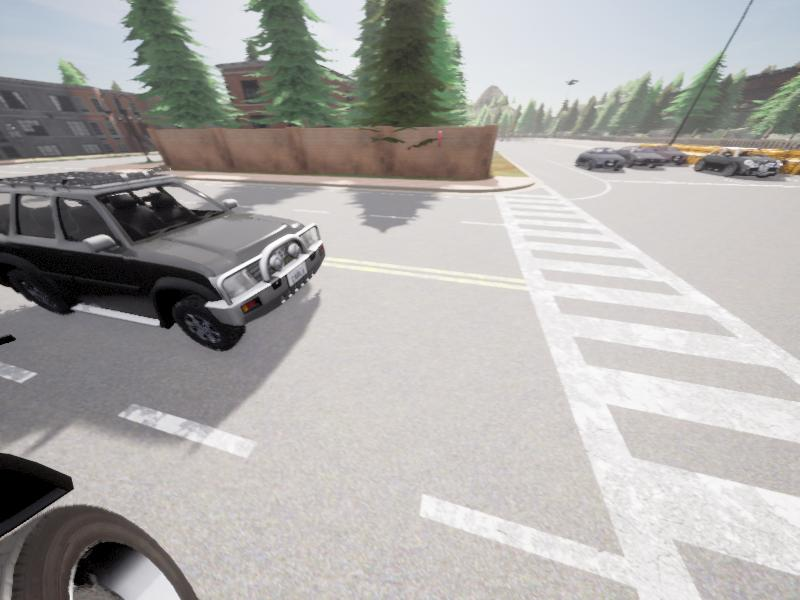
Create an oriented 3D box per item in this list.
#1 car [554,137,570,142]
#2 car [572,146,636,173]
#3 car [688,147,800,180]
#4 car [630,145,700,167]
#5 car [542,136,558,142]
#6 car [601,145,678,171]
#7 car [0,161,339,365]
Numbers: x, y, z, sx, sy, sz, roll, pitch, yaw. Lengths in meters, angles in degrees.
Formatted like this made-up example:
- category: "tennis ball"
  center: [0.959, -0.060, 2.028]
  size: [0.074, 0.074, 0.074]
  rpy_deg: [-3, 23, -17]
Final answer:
- category: "car"
  center: [51.370, -50.886, 73.288]
  size: [1.895, 1.301, 4.718]
  rpy_deg: [0, 36, 1]
- category: "car"
  center: [15.121, -10.688, 17.469]
  size: [1.994, 1.385, 4.181]
  rpy_deg: [9, 37, 12]
- category: "car"
  center: [21.482, -8.785, 14.699]
  size: [1.970, 1.475, 3.806]
  rpy_deg: [9, 37, 12]
- category: "car"
  center: [23.055, -12.800, 20.371]
  size: [1.994, 1.385, 4.181]
  rpy_deg: [7, 36, 10]
- category: "car"
  center: [47.774, -51.285, 73.683]
  size: [2.128, 1.511, 4.902]
  rpy_deg: [1, 36, 1]
- category: "car"
  center: [19.207, -11.783, 18.952]
  size: [2.033, 1.411, 5.357]
  rpy_deg: [8, 37, 12]
- category: "car"
  center: [-3.591, -0.842, 3.421]
  size: [4.605, 1.855, 1.932]
  rpy_deg: [8, 37, 11]
